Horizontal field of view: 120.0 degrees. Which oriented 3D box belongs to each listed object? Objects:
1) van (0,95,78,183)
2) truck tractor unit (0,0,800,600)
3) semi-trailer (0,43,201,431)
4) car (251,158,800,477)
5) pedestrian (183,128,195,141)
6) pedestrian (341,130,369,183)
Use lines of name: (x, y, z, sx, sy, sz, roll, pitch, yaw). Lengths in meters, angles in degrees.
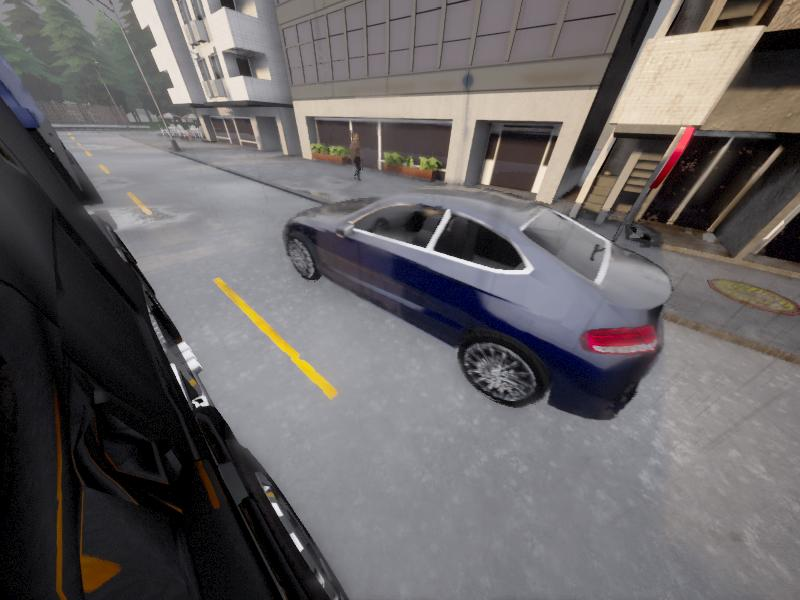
van: (-16.353, -6.923, 9.758, 5.915, 2.561, 1.988, 28, 43, 30)
truck tractor unit: (-2.645, -0.295, 0.351, 6.516, 4.208, 3.053, 28, 44, 30)
semi-trailer: (-8.692, -3.611, 4.233, 14.254, 4.402, 2.717, 28, 44, 30)
car: (0.410, -0.733, 3.293, 5.027, 1.651, 2.152, 28, 44, 30)
pedestrian: (-22.353, -17.478, 24.467, 0.500, 1.100, 0.500, 30, 45, 31)
pedestrian: (-1.909, -6.229, 10.077, 0.751, 1.860, 0.751, 26, 43, 28)
